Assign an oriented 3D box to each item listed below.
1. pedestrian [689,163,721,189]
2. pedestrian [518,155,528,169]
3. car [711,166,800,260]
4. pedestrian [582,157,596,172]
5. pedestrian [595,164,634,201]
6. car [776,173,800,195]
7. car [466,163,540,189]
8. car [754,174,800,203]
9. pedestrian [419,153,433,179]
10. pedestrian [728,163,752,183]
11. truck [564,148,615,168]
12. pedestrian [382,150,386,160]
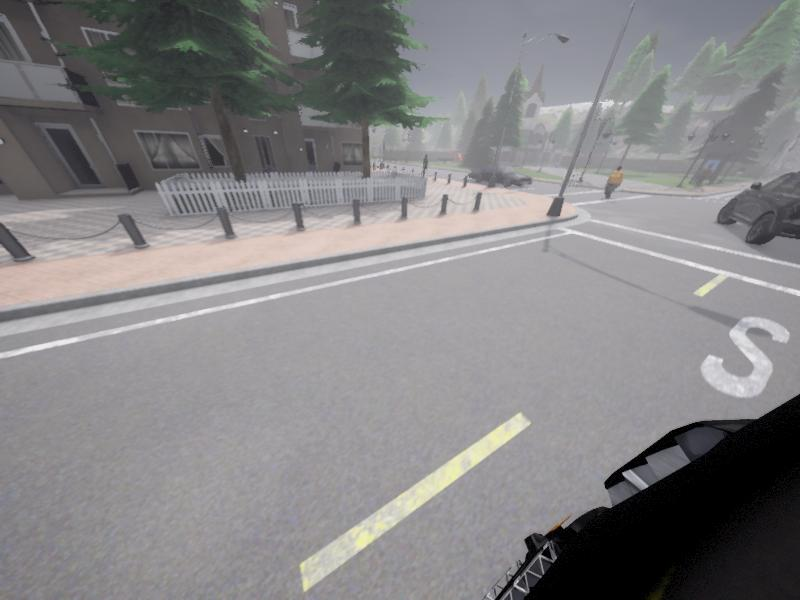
[{"bbox_3d":[25.097,-10.216,19.049,0.751,1.860,0.751,25,40,32],"label":"pedestrian"},{"bbox_3d":[19.686,-22.067,36.988,0.751,1.860,0.751,5,33,5],"label":"pedestrian"},{"bbox_3d":[12.871,-2.912,7.290,2.150,2.045,5.566,25,40,32],"label":"car"},{"bbox_3d":[27.821,-19.900,34.028,0.751,1.860,0.751,13,35,16],"label":"pedestrian"},{"bbox_3d":[12.337,-6.781,13.344,0.751,1.860,0.751,-15,37,-25],"label":"pedestrian"},{"bbox_3d":[35.405,-10.109,20.113,3.806,1.475,1.970,-16,37,-25],"label":"car"},{"bbox_3d":[8.105,-10.247,18.914,2.033,1.411,5.357,-15,37,-24],"label":"car"},{"bbox_3d":[27.290,-7.867,16.159,3.705,1.549,1.789,-16,37,-25],"label":"car"},{"bbox_3d":[2.215,-11.421,19.652,0.751,1.860,0.751,-16,37,-25],"label":"pedestrian"},{"bbox_3d":[38.826,-14.496,26.367,0.751,1.860,0.751,-21,39,-31],"label":"pedestrian"},{"bbox_3d":[45.604,-34.483,55.992,2.891,3.827,8.468,-26,42,-36],"label":"truck"},{"bbox_3d":[-3.559,-31.852,50.779,0.751,1.860,0.751,-5,34,-11],"label":"pedestrian"}]
